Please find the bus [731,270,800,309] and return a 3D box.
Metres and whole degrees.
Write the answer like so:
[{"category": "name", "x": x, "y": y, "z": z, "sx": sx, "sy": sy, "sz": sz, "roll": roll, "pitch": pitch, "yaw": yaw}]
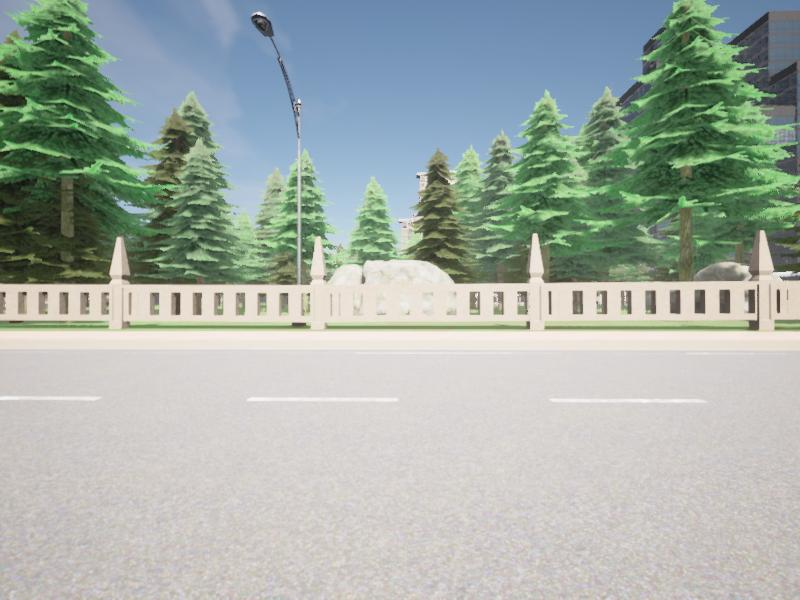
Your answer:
[{"category": "bus", "x": 45.815, "y": -1.153, "z": 47.963, "sx": 3.944, "sy": 4.253, "sz": 10.273, "roll": 0, "pitch": 0, "yaw": 1}]
